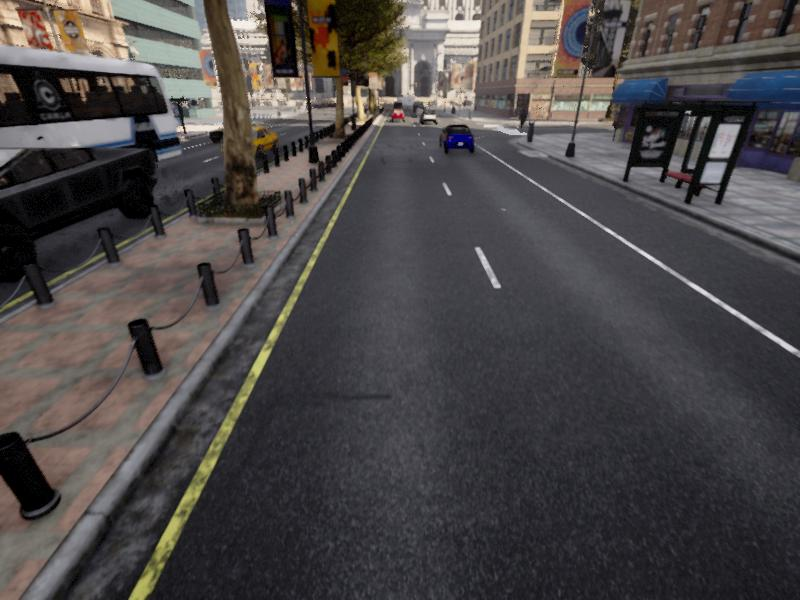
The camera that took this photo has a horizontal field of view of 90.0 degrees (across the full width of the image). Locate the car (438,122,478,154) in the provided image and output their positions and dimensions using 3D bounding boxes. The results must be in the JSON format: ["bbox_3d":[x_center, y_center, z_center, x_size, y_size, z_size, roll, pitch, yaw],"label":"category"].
[{"bbox_3d":[3.410,-9.884,24.239,1.816,1.474,4.193,0,27,0],"label":"car"}]

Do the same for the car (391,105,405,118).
[{"bbox_3d":[-0.283,-28.007,59.428,2.007,1.525,4.514,0,27,0],"label":"car"}]

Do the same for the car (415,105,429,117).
[{"bbox_3d":[3.247,-28.415,60.225,1.845,1.501,3.633,0,27,-1],"label":"car"}]

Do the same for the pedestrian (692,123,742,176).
[{"bbox_3d":[12.437,-5.921,15.747,0.751,1.860,0.751,-2,27,-5],"label":"pedestrian"}]

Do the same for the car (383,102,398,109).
[{"bbox_3d":[-2.199,-45.312,93.040,3.633,1.501,1.845,0,27,0],"label":"car"}]

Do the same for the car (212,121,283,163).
[{"bbox_3d":[-8.102,-8.720,21.827,1.801,1.575,5.366,0,27,0],"label":"car"}]

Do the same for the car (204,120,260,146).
[{"bbox_3d":[-11.632,-11.781,28.084,1.895,1.301,4.718,0,27,0],"label":"car"}]

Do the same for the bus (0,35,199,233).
[{"bbox_3d":[-11.422,-5.871,13.356,3.944,4.253,10.273,0,27,-1],"label":"bus"}]

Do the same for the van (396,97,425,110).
[{"bbox_3d":[2.255,-44.094,89.731,6.366,2.431,2.351,0,27,0],"label":"van"}]

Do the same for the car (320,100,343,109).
[{"bbox_3d":[-15.401,-43.862,89.848,4.605,1.855,1.932,0,27,0],"label":"car"}]

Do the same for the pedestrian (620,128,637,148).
[{"bbox_3d":[13.573,-9.629,23.794,0.500,1.100,0.500,1,27,2],"label":"pedestrian"}]

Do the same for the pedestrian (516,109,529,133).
[{"bbox_3d":[10.823,-15.838,35.367,0.751,1.860,0.751,0,27,-1],"label":"pedestrian"}]

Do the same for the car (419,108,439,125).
[{"bbox_3d":[3.281,-21.197,46.189,2.007,1.525,4.514,0,27,0],"label":"car"}]

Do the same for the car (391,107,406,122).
[{"bbox_3d":[-0.238,-23.269,50.181,1.789,1.549,3.705,0,27,0],"label":"car"}]

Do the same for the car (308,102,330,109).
[{"bbox_3d":[-18.800,-45.289,93.049,4.792,1.488,2.163,0,27,0],"label":"car"}]

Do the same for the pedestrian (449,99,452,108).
[{"bbox_3d":[12.884,-50.132,102.082,0.751,1.860,0.751,2,27,4],"label":"pedestrian"}]

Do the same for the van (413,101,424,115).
[{"bbox_3d":[3.127,-32.953,68.553,1.775,1.987,4.442,0,27,0],"label":"van"}]

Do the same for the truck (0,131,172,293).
[{"bbox_3d":[-8.040,-2.283,8.738,2.390,2.098,6.274,0,27,0],"label":"truck"}]

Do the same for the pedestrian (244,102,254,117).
[{"bbox_3d":[-20.973,-26.406,55.507,0.751,1.860,0.751,2,27,4],"label":"pedestrian"}]

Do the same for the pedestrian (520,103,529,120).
[{"bbox_3d":[15.425,-23.380,49.717,0.751,1.860,0.751,6,28,12],"label":"pedestrian"}]
